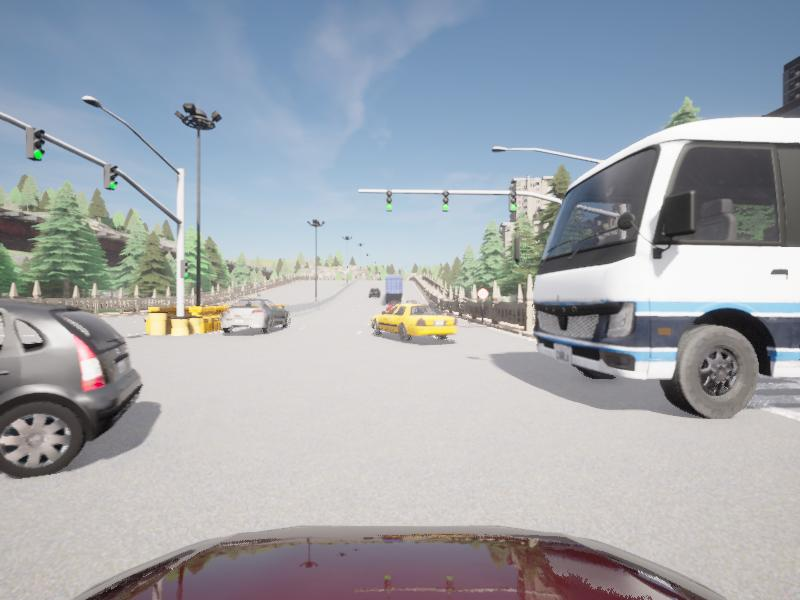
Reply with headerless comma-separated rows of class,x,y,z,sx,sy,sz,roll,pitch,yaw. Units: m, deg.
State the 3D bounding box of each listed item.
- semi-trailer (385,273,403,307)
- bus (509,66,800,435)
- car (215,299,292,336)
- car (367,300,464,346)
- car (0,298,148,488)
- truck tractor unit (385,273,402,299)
semi-trailer,-1.005,-1.977,66.495,2.717,4.402,14.254,0,6,-1
bus,7.596,-0.525,6.879,10.273,4.253,3.944,0,0,-3
car,-7.262,0.797,20.493,2.152,1.651,5.027,0,0,-1
car,0.383,0.815,16.612,1.801,1.575,5.366,1,0,-24
car,-4.869,0.792,3.772,3.988,1.617,1.851,0,0,-23
truck tractor unit,-1.163,-2.746,74.363,3.053,4.208,6.516,0,7,-1
